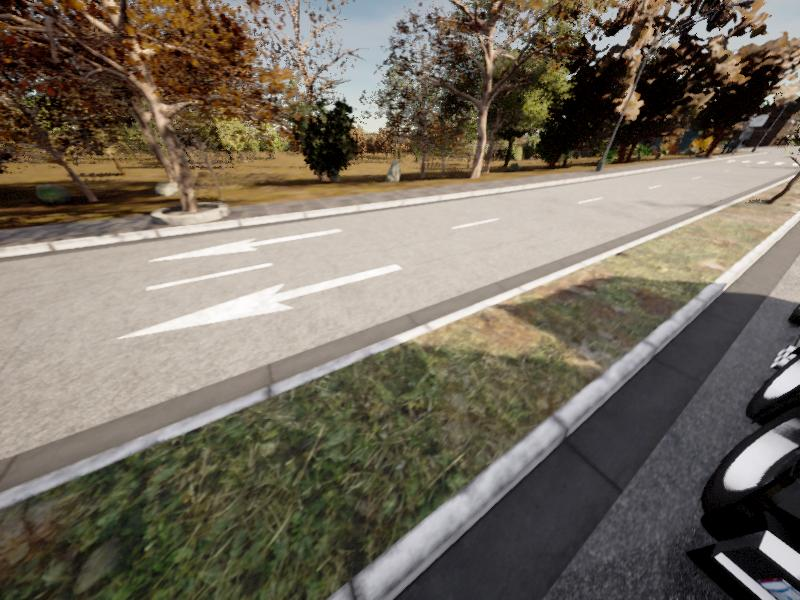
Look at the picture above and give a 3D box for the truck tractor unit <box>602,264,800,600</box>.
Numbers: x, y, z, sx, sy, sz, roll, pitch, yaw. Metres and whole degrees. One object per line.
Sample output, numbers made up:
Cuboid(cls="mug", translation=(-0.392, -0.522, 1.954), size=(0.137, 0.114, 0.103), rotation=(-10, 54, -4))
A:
Cuboid(cls="truck tractor unit", translation=(5.115, -0.295, 0.792), size=(6.516, 4.208, 3.053), rotation=(-18, 39, -24))
